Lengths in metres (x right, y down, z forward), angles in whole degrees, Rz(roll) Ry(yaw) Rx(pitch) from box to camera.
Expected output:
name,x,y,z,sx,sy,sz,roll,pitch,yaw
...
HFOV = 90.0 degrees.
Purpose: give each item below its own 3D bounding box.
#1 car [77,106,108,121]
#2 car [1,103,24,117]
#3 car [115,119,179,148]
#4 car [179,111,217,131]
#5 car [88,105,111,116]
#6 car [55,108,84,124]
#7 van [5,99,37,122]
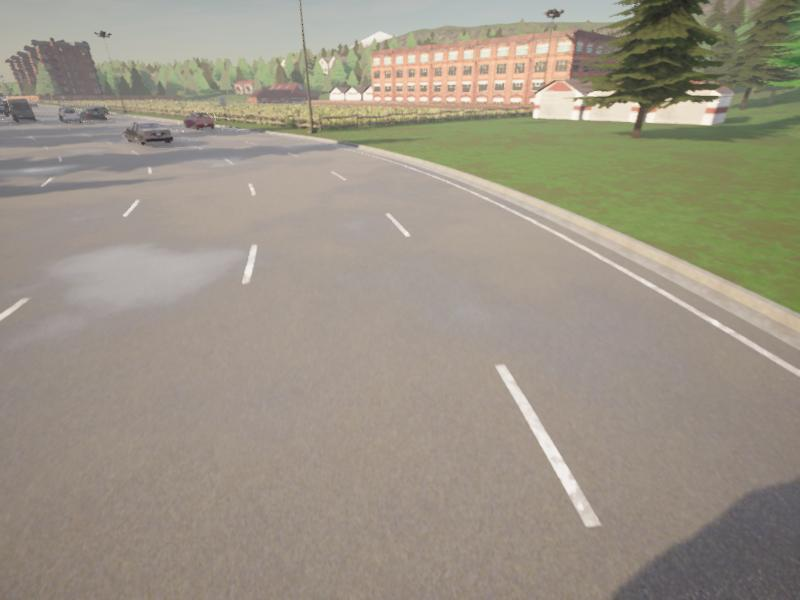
name,x,y,z,sx,sy,sz,roll,pitch,yaw
car,-41.338,-25.108,53.784,2.242,1.667,4.611,-24,36,-38
car,-61.093,-29.974,63.006,1.905,1.878,3.866,-24,36,-38
car,-17.251,-11.388,27.212,5.357,1.411,2.033,24,36,39
car,-19.045,-16.868,37.667,1.845,1.501,3.633,-24,36,-38
car,-49.450,-31.256,65.772,1.837,1.490,4.892,-24,36,-38
car,-38.931,-21.644,47.080,1.845,1.501,3.633,-24,36,-38
van,-48.800,-24.469,51.483,1.988,2.561,5.915,-24,36,-38
